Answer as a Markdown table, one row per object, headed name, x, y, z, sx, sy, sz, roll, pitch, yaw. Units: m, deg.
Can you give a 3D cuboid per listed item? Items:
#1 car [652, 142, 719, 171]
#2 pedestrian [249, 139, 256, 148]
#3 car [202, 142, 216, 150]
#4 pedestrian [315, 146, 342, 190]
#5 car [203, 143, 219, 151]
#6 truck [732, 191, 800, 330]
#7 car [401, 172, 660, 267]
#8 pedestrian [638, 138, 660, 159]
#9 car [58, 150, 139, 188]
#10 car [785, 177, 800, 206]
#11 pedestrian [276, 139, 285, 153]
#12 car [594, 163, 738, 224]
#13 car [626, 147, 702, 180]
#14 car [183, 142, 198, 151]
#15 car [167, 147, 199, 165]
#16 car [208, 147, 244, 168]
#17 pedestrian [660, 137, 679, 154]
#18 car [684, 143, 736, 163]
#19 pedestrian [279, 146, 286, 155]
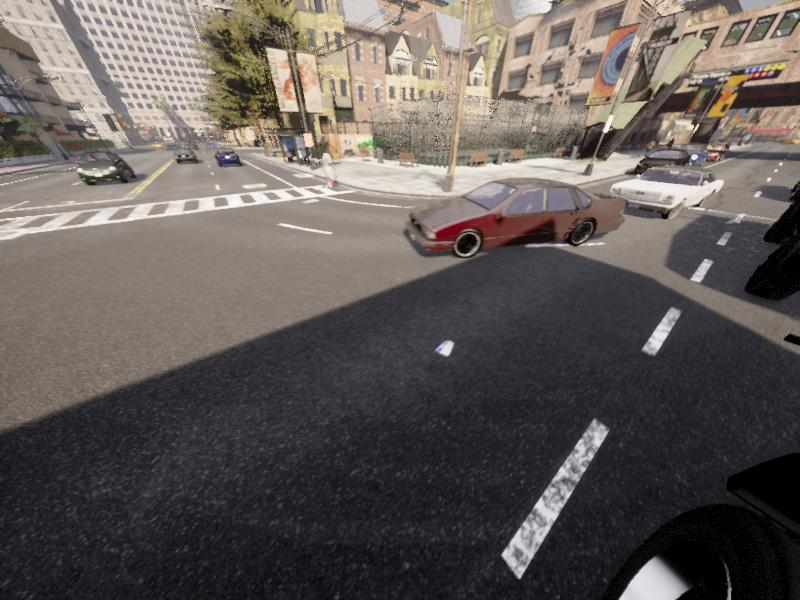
| name | x | y | z | sx | sy | sz | roll | pitch | yaw |
| --- | --- | --- | --- | --- | --- | --- | --- | --- | --- |
| car | 23.063 | -11.683 | 18.675 | 4.553 | 1.767 | 2.185 | -23 | 41 | -28 |
| pedestrian | -37.944 | -40.250 | 59.332 | 0.751 | 1.860 | 0.751 | -27 | 43 | -32 |
| car | -47.393 | -38.309 | 57.308 | 2.163 | 1.488 | 4.792 | -23 | 41 | -28 |
| pedestrian | -3.632 | -6.737 | 11.819 | 0.751 | 1.860 | 0.751 | 30 | 45 | 35 |
| car | -42.437 | -34.434 | 51.837 | 2.033 | 1.411 | 5.357 | -26 | 42 | -31 |
| truck | 8.517 | -1.223 | 3.731 | 6.274 | 2.098 | 2.390 | -22 | 41 | -28 |
| car | 2.871 | -2.213 | 5.799 | 5.357 | 1.411 | 2.033 | -8 | 36 | -11 |
| pedestrian | 26.851 | -16.362 | 24.895 | 0.751 | 1.860 | 0.751 | -22 | 41 | -27 |
| car | -18.401 | -8.263 | 14.382 | 1.851 | 1.617 | 3.988 | -23 | 41 | -28 |
| car | 17.801 | -4.848 | 9.174 | 5.238 | 1.638 | 1.930 | -22 | 41 | -28 |
| pedestrian | -19.350 | -24.998 | 37.561 | 0.751 | 1.860 | 0.751 | -9 | 36 | -12 |
| car | 9.649 | -4.035 | 8.399 | 4.718 | 1.301 | 1.895 | -19 | 39 | -24 |
| car | 17.891 | -9.358 | 15.648 | 5.008 | 1.535 | 2.097 | -23 | 41 | -28 |
| car | -46.349 | -34.067 | 51.166 | 2.033 | 1.649 | 4.856 | -23 | 41 | -28 |
| car | -23.795 | -15.954 | 25.507 | 2.033 | 1.411 | 5.357 | -23 | 41 | -28 |
| car | -17.472 | -14.395 | 23.164 | 2.163 | 1.488 | 4.792 | -23 | 41 | -28 |
| pedestrian | 36.128 | -20.730 | 30.990 | 0.751 | 1.860 | 0.751 | -20 | 40 | -26 |
| car | 31.893 | -15.183 | 23.765 | 4.892 | 1.521 | 2.231 | -23 | 41 | -28 |
| pedestrian | -16.891 | -21.421 | 33.131 | 0.500 | 1.100 | 0.500 | -23 | 41 | -29 |
